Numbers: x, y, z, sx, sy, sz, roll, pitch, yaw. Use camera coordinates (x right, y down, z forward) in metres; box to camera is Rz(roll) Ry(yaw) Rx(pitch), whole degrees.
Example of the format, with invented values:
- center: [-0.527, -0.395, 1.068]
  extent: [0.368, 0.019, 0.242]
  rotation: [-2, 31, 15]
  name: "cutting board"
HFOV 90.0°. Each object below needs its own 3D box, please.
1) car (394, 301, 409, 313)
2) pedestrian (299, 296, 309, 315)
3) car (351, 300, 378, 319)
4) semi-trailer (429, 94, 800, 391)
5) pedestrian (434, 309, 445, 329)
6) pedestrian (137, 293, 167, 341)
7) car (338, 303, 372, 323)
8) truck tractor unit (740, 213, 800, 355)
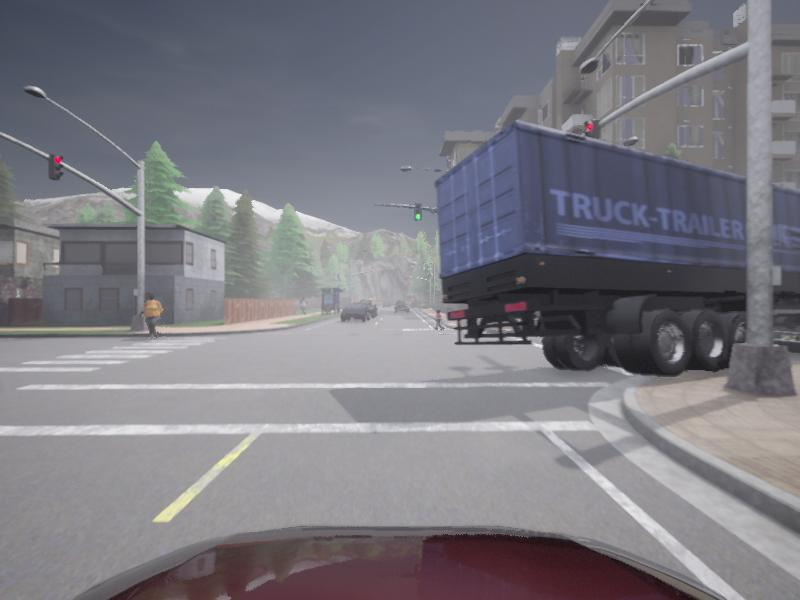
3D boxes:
- center: [0.223, 0.913, 56.092]
  extent: [2.038, 1.542, 4.974]
  rotation: [0, 0, 0]
  name: "car"
- center: [-9.474, 0.550, 39.429]
  extent: [0.751, 1.860, 0.751]
  rotation: [0, 0, 1]
  name: "pedestrian"
- center: [-3.344, 0.841, 38.447]
  extent: [2.152, 1.651, 5.027]
  rotation: [0, 0, 0]
  name: "car"
- center: [7.726, -0.667, 10.011]
  extent: [14.254, 4.402, 2.717]
  rotation: [1, -7, -25]
  name: "semi-trailer"
- center: [2.152, 1.050, 22.007]
  extent: [0.500, 1.100, 0.500]
  rotation: [0, 0, -8]
  name: "pedestrian"
- center: [-9.788, 0.646, 15.834]
  extent: [0.751, 1.860, 0.751]
  rotation: [0, 0, -5]
  name: "pedestrian"
- center: [-3.372, 0.944, 31.178]
  extent: [2.033, 1.411, 5.357]
  rotation: [0, 0, 0]
  name: "car"
- center: [15.127, -0.492, 12.477]
  extent: [6.516, 4.208, 3.053]
  rotation: [0, 0, -2]
  name: "truck tractor unit"
